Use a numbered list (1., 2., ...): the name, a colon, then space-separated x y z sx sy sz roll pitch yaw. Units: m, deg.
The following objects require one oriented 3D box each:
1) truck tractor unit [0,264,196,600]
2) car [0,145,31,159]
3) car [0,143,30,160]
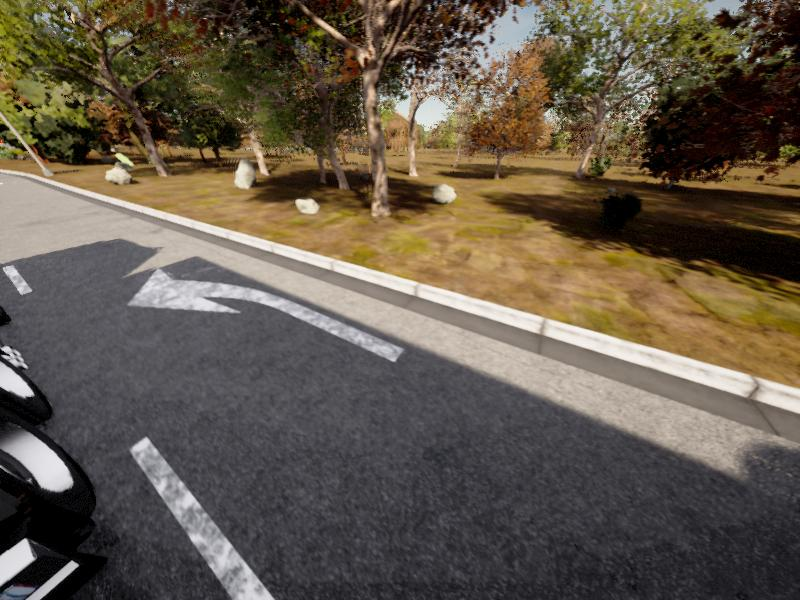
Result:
1. truck tractor unit: -5.111 -0.300 0.789 6.516 4.208 3.053 18 39 24
2. car: -62.618 -23.128 36.087 2.185 1.767 4.553 9 35 14
3. car: -60.237 -22.186 34.530 1.878 1.987 4.442 9 35 13
